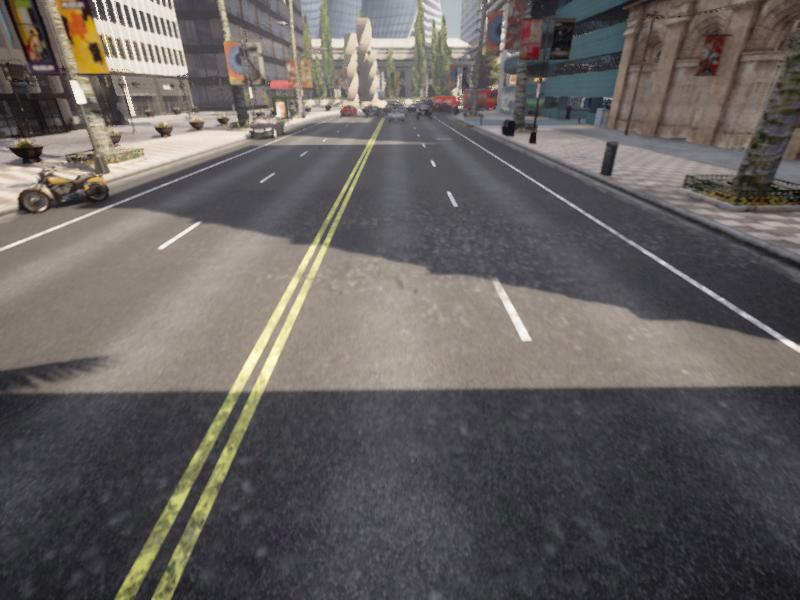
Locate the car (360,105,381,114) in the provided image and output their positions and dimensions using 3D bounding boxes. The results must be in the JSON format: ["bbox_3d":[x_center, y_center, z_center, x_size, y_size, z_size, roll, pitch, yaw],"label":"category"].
[{"bbox_3d":[-4.848,-32.171,67.442,1.895,1.301,4.718,8,29,16],"label":"car"}]

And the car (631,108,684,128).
[{"bbox_3d":[24.473,-17.418,38.193,2.007,1.523,4.514,0,27,0],"label":"car"}]

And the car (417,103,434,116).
[{"bbox_3d":[3.864,-28.673,60.278,1.801,1.575,5.366,6,28,11],"label":"car"}]

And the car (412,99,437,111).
[{"bbox_3d":[4.723,-37.225,76.314,2.150,2.045,5.566,18,33,31],"label":"car"}]

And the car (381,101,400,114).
[{"bbox_3d":[-1.564,-31.881,66.231,1.905,1.878,3.866,8,29,16],"label":"car"}]

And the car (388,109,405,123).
[{"bbox_3d":[-0.434,-22.285,48.279,1.895,1.301,4.718,0,27,0],"label":"car"}]

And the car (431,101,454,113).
[{"bbox_3d":[7.328,-33.134,68.644,2.097,1.767,4.553,16,31,28],"label":"car"}]

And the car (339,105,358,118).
[{"bbox_3d":[-7.314,-26.935,57.090,1.882,1.535,5.008,1,28,2],"label":"car"}]

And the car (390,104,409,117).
[{"bbox_3d":[-0.012,-27.513,58.125,2.038,1.542,4.974,3,27,6],"label":"car"}]

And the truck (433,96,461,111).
[{"bbox_3d":[8.979,-37.274,75.889,2.627,2.467,5.204,23,35,38],"label":"truck"}]

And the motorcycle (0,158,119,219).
[{"bbox_3d":[-10.028,-3.394,11.925,0.764,1.277,2.356,14,31,26],"label":"motorcycle"}]

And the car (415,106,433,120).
[{"bbox_3d":[3.063,-24.332,51.959,2.128,1.511,4.902,0,27,1],"label":"car"}]

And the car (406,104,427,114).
[{"bbox_3d":[2.769,-32.297,67.601,1.895,1.301,4.718,12,30,22],"label":"car"}]

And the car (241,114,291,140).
[{"bbox_3d":[-10.362,-13.643,31.413,2.231,1.521,4.892,0,27,0],"label":"car"}]

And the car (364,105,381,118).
[{"bbox_3d":[-3.817,-26.787,56.864,1.812,1.442,4.674,1,27,4],"label":"car"}]

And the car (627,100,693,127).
[{"bbox_3d":[24.471,-17.793,38.064,2.435,2.045,5.566,0,27,0],"label":"car"}]

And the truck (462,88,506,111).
[{"bbox_3d":[16.249,-38.851,77.378,8.468,3.827,2.891,-19,33,-31],"label":"truck"}]
